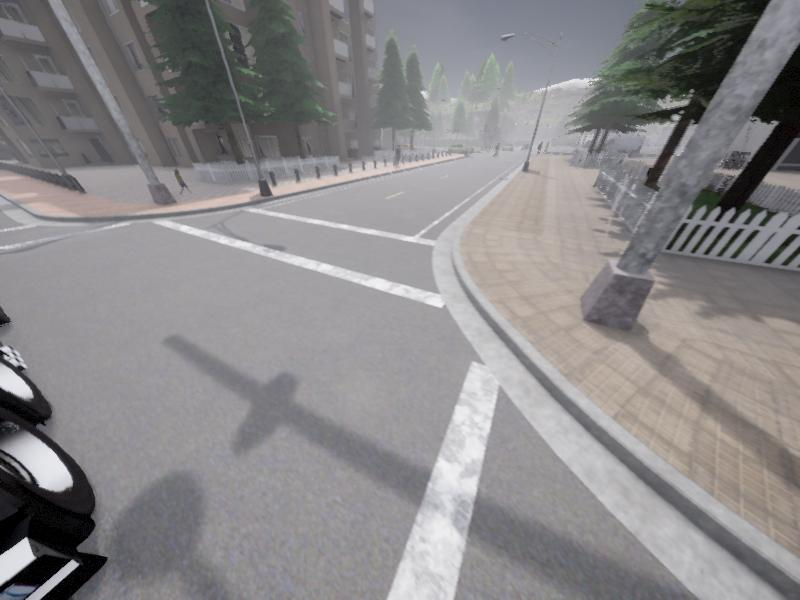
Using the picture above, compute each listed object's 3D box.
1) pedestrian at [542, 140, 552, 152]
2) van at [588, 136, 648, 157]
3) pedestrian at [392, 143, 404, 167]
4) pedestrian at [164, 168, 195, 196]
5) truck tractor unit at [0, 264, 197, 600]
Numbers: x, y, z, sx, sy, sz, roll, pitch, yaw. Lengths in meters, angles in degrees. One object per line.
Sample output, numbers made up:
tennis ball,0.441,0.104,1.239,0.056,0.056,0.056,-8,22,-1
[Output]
pedestrian,27.706,-28.979,43.492,0.751,1.860,0.751,-9,36,-12
van,32.964,-23.540,35.314,5.915,2.561,1.988,17,39,23
pedestrian,-0.160,-13.243,21.133,0.751,1.860,0.751,17,38,23
pedestrian,-10.239,-5.509,10.766,0.500,1.100,0.500,14,37,20
truck tractor unit,-5.112,-0.299,0.784,6.516,4.208,3.053,18,39,24
